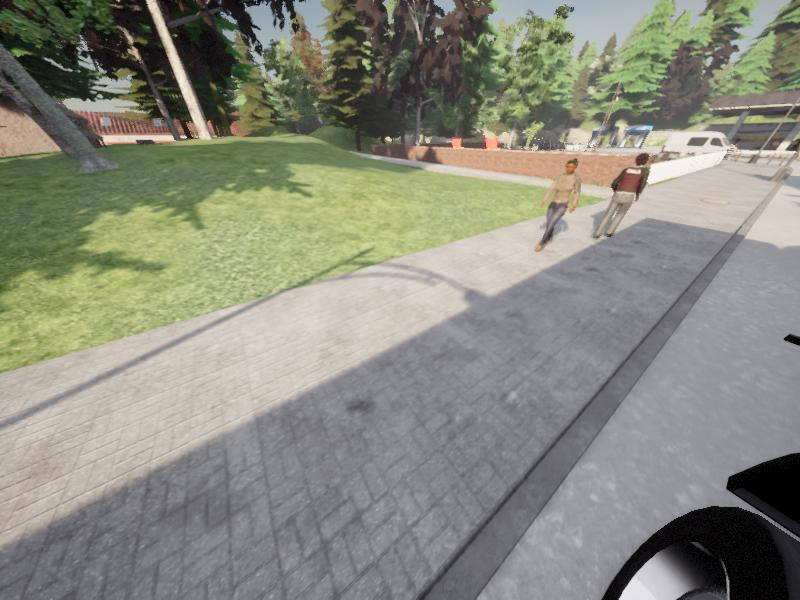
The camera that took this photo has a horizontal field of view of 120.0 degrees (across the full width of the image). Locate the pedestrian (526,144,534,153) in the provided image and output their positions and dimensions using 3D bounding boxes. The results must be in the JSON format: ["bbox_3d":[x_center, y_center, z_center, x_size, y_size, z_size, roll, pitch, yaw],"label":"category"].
[{"bbox_3d":[20.090,-23.392,35.739,0.500,1.100,0.500,-14,38,-19],"label":"pedestrian"}]

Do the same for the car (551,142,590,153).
[{"bbox_3d":[28.159,-25.365,38.398,1.812,1.442,4.674,-21,40,-27],"label":"car"}]

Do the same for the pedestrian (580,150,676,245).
[{"bbox_3d":[5.180,-2.360,5.375,0.751,1.860,0.751,-23,41,-29],"label":"pedestrian"}]

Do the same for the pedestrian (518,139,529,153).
[{"bbox_3d":[19.121,-23.842,35.726,0.751,1.860,0.751,-21,40,-27],"label":"pedestrian"}]

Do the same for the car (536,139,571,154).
[{"bbox_3d":[24.395,-24.610,36.972,1.905,1.878,3.866,-21,40,-27],"label":"car"}]

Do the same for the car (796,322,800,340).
[{"bbox_3d":[7.692,-0.223,2.974,4.181,1.385,1.994,-21,40,-26],"label":"car"}]

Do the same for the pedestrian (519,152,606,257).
[{"bbox_3d":[3.317,-1.993,4.871,0.751,1.860,0.751,-27,43,-32],"label":"pedestrian"}]

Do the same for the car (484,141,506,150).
[{"bbox_3d":[19.822,-32.457,48.428,1.789,1.549,3.705,-21,41,-27],"label":"car"}]

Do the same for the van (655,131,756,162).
[{"bbox_3d":[33.345,-17.037,25.602,1.988,2.561,5.915,-18,39,-24],"label":"van"}]

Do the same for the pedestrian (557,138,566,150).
[{"bbox_3d":[30.694,-29.630,43.842,0.751,1.860,0.751,28,44,34],"label":"pedestrian"}]
